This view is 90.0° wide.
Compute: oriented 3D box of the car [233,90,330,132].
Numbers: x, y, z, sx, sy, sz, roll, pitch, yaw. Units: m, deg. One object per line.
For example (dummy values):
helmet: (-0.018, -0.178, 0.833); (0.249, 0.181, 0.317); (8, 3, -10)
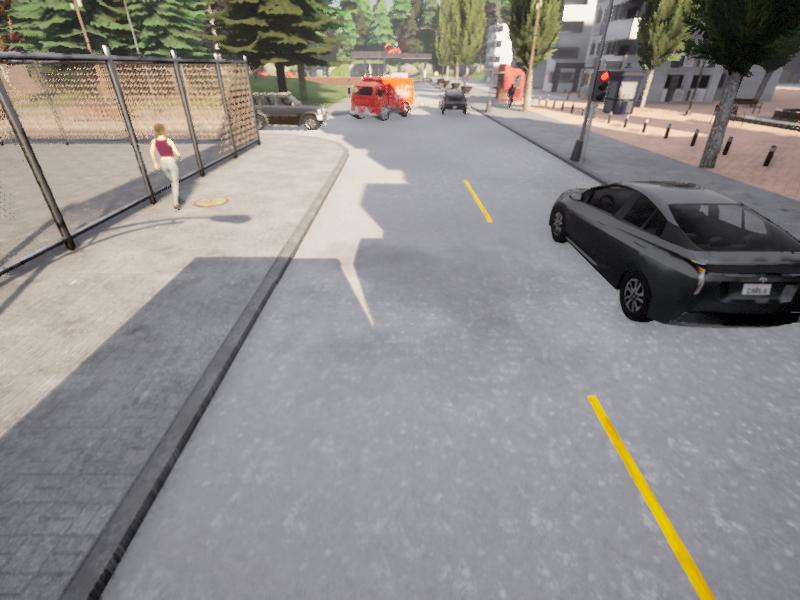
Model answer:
car: (-6.349, -10.425, 22.027); (4.605, 1.855, 1.932); (0, 31, -1)

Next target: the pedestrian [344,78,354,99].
pedestrian: (-5.322, -22.211, 41.998); (0.751, 1.860, 0.751); (2, 30, 4)

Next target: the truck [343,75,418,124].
truck: (-1.181, -13.479, 26.687); (2.627, 2.467, 5.204); (17, 34, 22)

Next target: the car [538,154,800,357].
car: (4.028, -1.108, 6.416); (2.007, 1.525, 4.514); (0, 30, 0)

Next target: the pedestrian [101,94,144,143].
pedestrian: (-12.078, -7.907, 17.462); (0.751, 1.860, 0.751); (0, 30, 0)

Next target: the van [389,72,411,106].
van: (0.006, -20.088, 37.942); (1.988, 2.561, 5.915); (0, 30, 0)

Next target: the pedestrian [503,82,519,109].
pedestrian: (8.824, -16.222, 31.735); (0.751, 1.860, 0.751); (-5, 31, -8)

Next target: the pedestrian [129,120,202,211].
pedestrian: (-5.287, -3.060, 9.155); (0.751, 1.860, 0.751); (-1, 30, -1)

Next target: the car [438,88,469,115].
car: (4.061, -15.448, 31.024); (1.837, 1.490, 4.892); (1, 30, 1)
